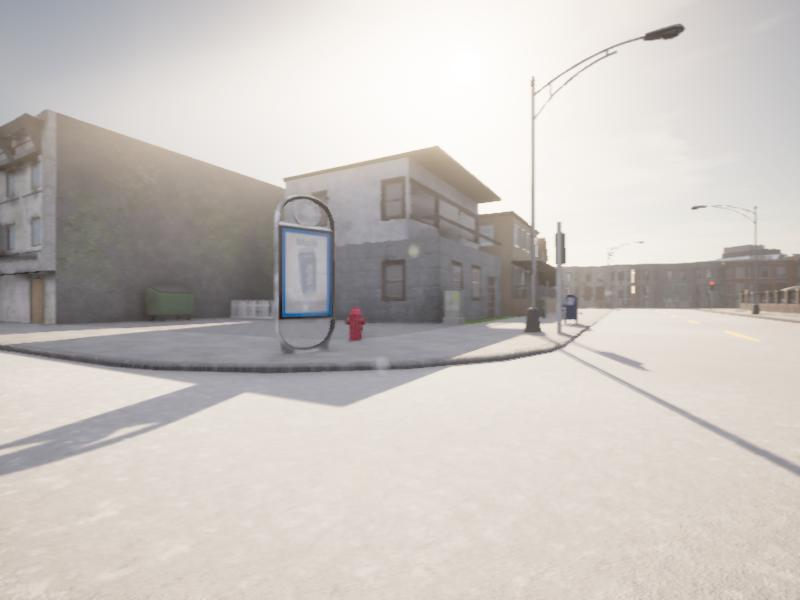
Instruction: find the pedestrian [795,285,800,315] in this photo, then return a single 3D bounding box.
[{"bbox_3d":[25.225,0.013,24.901,0.751,1.860,0.751,0,0,31],"label":"pedestrian"}]
